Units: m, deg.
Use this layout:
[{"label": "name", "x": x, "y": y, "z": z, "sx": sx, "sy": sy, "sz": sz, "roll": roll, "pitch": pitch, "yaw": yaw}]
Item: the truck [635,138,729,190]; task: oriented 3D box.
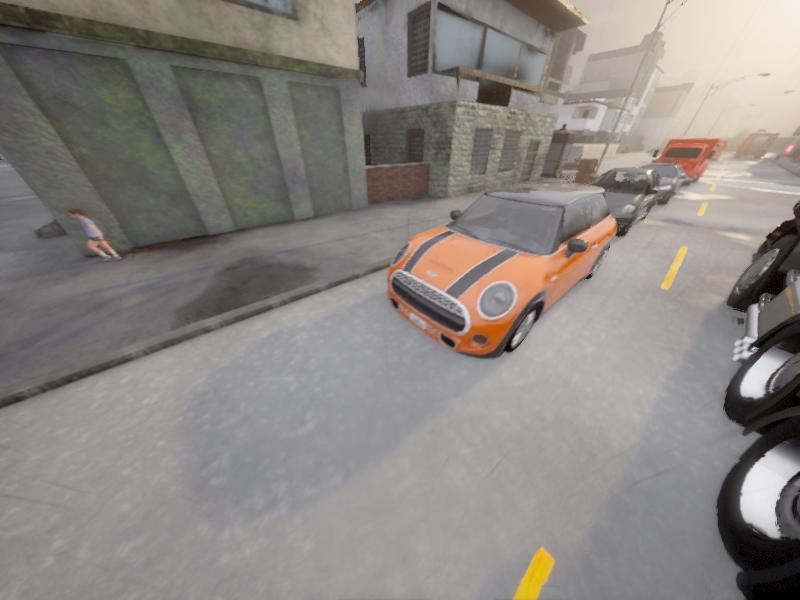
[{"label": "truck", "x": 18.120, "y": -8.931, "z": 14.873, "sx": 5.204, "sy": 2.467, "sz": 2.627, "roll": -25, "pitch": 42, "yaw": -32}]

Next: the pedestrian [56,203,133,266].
[{"label": "pedestrian", "x": -6.265, "y": -1.363, "z": 4.810, "sx": 0.500, "sy": 1.100, "sz": 0.500, "roll": -28, "pitch": 44, "yaw": -35}]

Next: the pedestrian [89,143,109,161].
[{"label": "pedestrian", "x": -38.216, "y": -18.767, "z": 29.309, "sx": 0.751, "sy": 1.860, "sz": 0.751, "roll": -28, "pitch": 44, "yaw": -35}]

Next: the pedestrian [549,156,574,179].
[{"label": "pedestrian", "x": 11.314, "y": -9.313, "z": 16.216, "sx": 0.751, "sy": 1.300, "sz": 0.751, "roll": -11, "pitch": 36, "yaw": -16}]

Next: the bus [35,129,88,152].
[{"label": "bus", "x": -80.316, "y": -38.027, "z": 55.202, "sx": 3.944, "sy": 4.253, "sz": 10.273, "roll": -25, "pitch": 42, "yaw": -32}]

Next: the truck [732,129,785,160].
[{"label": "truck", "x": 58.085, "y": -25.398, "z": 37.685, "sx": 8.468, "sy": 3.827, "sz": 2.891, "roll": -25, "pitch": 42, "yaw": -32}]

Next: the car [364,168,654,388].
[{"label": "car", "x": 1.968, "y": -1.023, "z": 3.955, "sx": 4.553, "sy": 1.767, "sz": 2.097, "roll": -25, "pitch": 42, "yaw": -32}]

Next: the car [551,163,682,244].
[{"label": "car", "x": 7.016, "y": -3.333, "z": 7.486, "sx": 3.988, "sy": 1.617, "sz": 1.851, "roll": -25, "pitch": 42, "yaw": -32}]

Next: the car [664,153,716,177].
[{"label": "car", "x": 25.152, "y": -11.808, "z": 20.020, "sx": 5.357, "sy": 1.411, "sz": 2.033, "roll": -25, "pitch": 42, "yaw": -32}]

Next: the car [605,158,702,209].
[{"label": "car", "x": 12.199, "y": -5.748, "z": 11.071, "sx": 4.974, "sy": 1.542, "sz": 2.038, "roll": -25, "pitch": 42, "yaw": -32}]

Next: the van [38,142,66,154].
[{"label": "van", "x": -73.164, "y": -32.105, "z": 48.636, "sx": 1.775, "sy": 1.987, "sz": 4.442, "roll": -25, "pitch": 42, "yaw": -32}]

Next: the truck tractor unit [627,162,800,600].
[{"label": "truck tractor unit", "x": 4.923, "y": -0.455, "z": 1.001, "sx": 6.516, "sy": 4.208, "sz": 3.053, "roll": -25, "pitch": 42, "yaw": -31}]
